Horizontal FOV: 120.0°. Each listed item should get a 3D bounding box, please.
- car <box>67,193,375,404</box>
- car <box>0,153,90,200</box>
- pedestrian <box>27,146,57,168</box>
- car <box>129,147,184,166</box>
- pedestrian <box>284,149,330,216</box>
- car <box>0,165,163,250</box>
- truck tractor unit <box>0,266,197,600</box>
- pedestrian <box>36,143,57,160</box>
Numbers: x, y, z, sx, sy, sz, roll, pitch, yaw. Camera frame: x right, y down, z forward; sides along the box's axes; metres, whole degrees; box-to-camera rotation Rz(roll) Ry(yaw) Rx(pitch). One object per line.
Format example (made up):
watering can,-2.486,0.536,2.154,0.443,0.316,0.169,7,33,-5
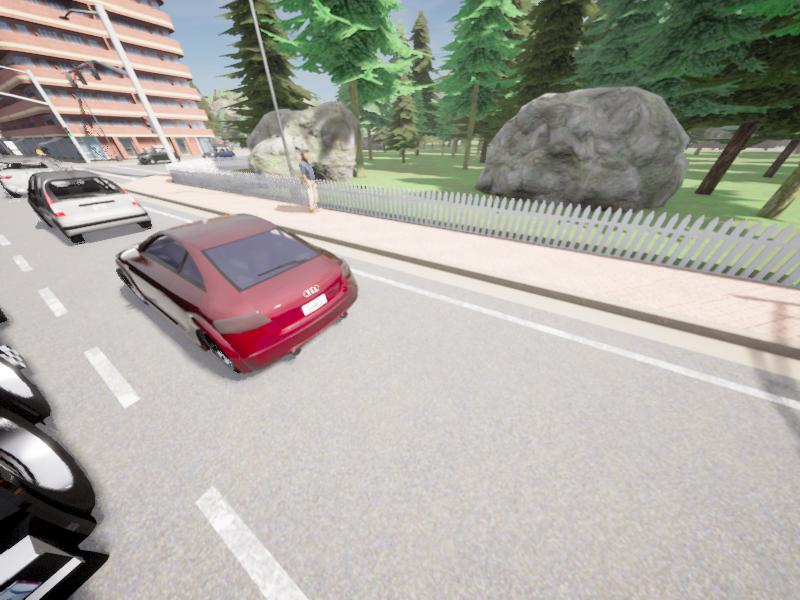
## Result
car,-2.724,-0.580,3.655,4.181,1.385,1.994,20,40,26
car,-19.336,-6.833,12.487,2.242,1.667,4.611,-29,44,-33
pedestrian,-36.004,-14.388,23.273,0.751,1.860,0.751,17,38,23
car,-27.575,-16.420,26.342,1.789,1.549,3.705,11,36,15
pedestrian,-2.986,-3.845,7.608,0.751,1.860,0.751,8,36,11
car,-9.609,-2.990,6.963,3.988,1.617,1.851,19,39,25
truck tractor unit,-5.111,-0.301,0.770,6.516,4.208,3.053,18,39,24
pedestrian,-49.046,-20.631,32.076,0.751,1.860,0.751,18,39,25
